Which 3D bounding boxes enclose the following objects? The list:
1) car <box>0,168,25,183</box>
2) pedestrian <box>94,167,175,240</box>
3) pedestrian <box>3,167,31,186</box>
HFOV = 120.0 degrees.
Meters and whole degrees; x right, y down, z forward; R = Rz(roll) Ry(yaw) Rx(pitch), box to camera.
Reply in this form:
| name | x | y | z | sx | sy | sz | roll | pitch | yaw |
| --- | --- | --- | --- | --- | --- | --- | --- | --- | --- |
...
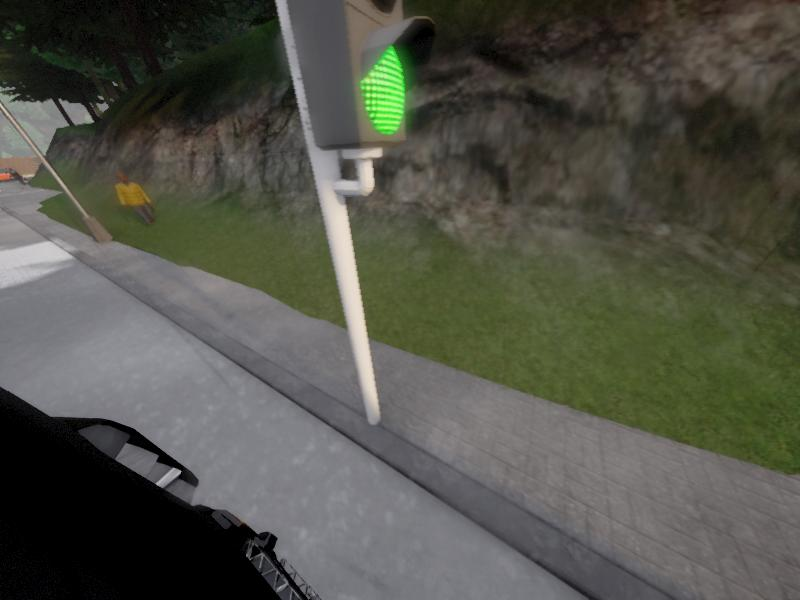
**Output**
| name | x | y | z | sx | sy | sz | roll | pitch | yaw |
| --- | --- | --- | --- | --- | --- | --- | --- | --- | --- |
| car | -60.834 | -18.470 | 34.448 | 2.097 | 1.767 | 4.553 | 8 | 35 | 16 |
| pedestrian | -7.826 | -2.879 | 6.902 | 0.751 | 1.860 | 0.751 | 21 | 40 | 31 |
| pedestrian | -43.216 | -13.949 | 26.070 | 0.751 | 1.860 | 0.751 | 15 | 38 | 25 |
